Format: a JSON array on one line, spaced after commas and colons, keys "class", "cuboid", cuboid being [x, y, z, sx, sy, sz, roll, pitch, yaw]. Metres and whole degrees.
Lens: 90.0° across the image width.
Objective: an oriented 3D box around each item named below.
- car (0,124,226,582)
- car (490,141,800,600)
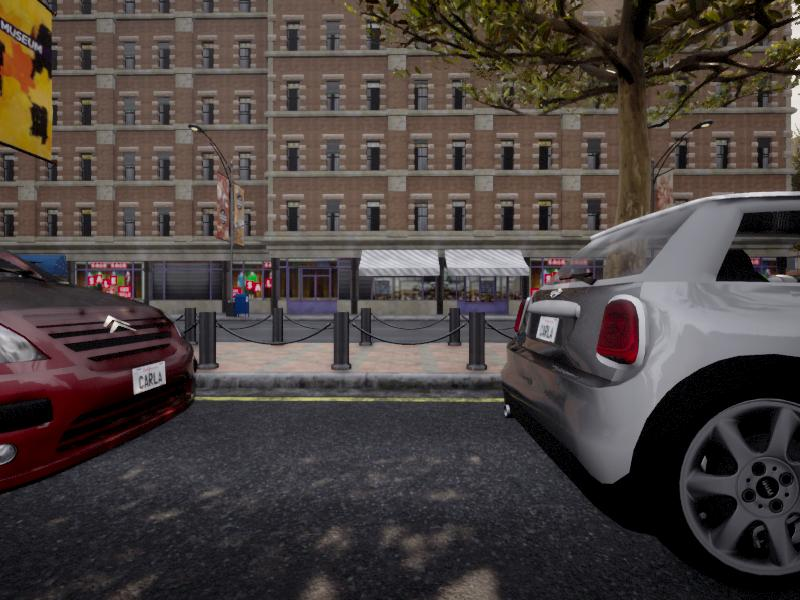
[{"class": "car", "cuboid": [-3.390, 0.188, 2.287, 3.988, 1.617, 1.851, 0, 0, 1]}, {"class": "car", "cuboid": [2.600, 0.253, 2.173, 3.806, 1.475, 1.970, 0, 0, 1]}]
